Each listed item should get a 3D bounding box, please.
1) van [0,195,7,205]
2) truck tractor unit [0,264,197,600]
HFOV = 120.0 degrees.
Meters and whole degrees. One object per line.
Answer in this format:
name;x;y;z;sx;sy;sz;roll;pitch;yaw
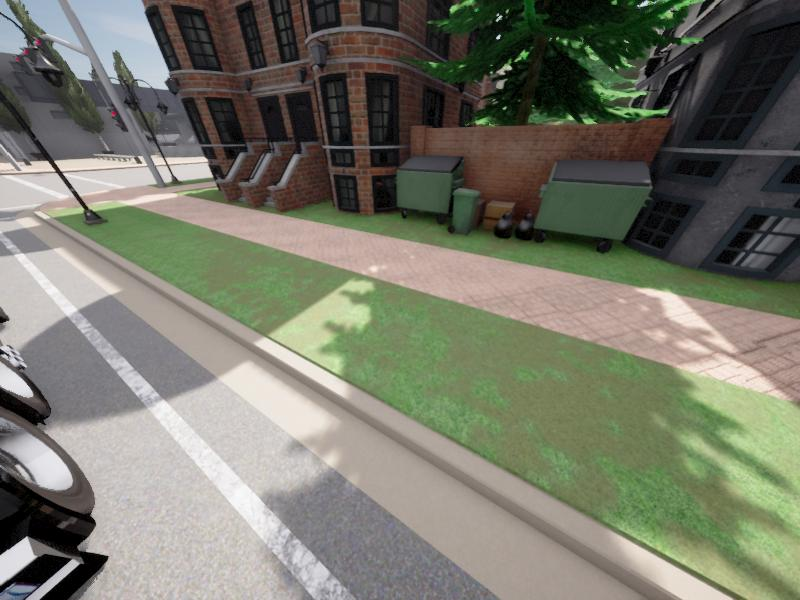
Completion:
van;-16.969;-3.947;8.056;1.775;1.987;4.442;-29;44;-33
truck tractor unit;-5.110;-0.302;0.777;6.516;4.208;3.053;18;39;24
